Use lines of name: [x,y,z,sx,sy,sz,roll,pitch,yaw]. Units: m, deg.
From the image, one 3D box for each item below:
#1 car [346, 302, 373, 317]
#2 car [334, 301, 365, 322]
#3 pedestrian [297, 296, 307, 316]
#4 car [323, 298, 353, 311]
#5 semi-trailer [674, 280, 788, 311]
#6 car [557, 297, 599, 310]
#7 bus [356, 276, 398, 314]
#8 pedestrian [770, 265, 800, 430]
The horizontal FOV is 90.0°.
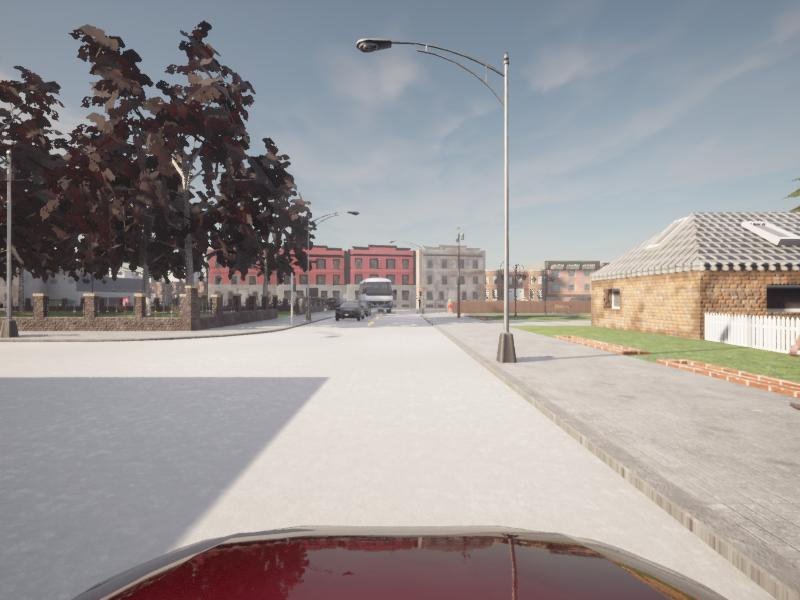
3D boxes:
car: [-3.869,0.895,39.441,2.033,1.411,5.357,0,0,1]
car: [-3.937,0.823,32.015,1.882,1.535,5.008,0,0,0]
pedestrian: [-9.203,0.533,37.715,0.751,1.860,0.751,0,0,1]
car: [-8.933,0.646,57.914,3.866,1.878,1.905,0,0,11]
semi-trailer: [48.081,-0.618,58.344,14.254,4.402,2.717,0,0,0]
car: [27.749,0.569,62.394,5.566,2.045,2.150,0,0,0]
bus: [-3.123,-0.534,50.402,3.944,4.253,10.273,0,0,-11]
pedestrian: [4.880,0.533,4.493,0.751,1.860,0.751,0,0,-2]
